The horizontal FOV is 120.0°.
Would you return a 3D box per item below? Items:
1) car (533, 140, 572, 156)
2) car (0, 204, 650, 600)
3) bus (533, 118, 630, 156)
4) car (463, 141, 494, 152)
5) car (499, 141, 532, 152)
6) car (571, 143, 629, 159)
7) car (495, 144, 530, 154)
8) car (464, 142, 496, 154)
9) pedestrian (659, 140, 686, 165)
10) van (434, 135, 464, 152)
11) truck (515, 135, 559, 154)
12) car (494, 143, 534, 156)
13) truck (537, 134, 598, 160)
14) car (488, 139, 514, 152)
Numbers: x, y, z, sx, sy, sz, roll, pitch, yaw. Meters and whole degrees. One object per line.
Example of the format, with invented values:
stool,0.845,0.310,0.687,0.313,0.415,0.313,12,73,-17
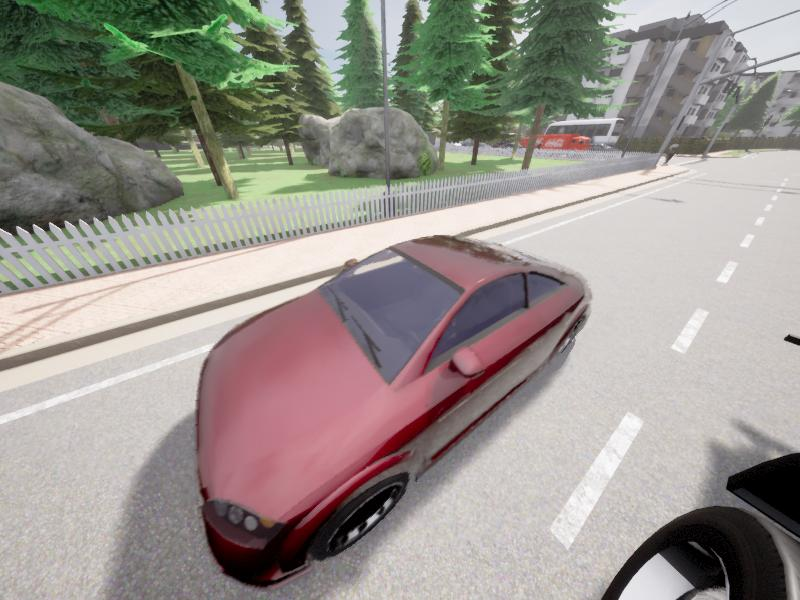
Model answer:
car,21.885,-22.032,33.399,1.905,1.878,3.866,-21,40,-26
car,0.270,0.179,2.471,4.181,1.385,1.994,-22,40,-27
bus,27.479,-25.328,35.988,3.944,4.253,10.273,-21,40,-26
car,14.441,-28.514,42.886,2.152,1.651,5.027,-21,40,-26
car,21.878,-29.325,44.021,1.801,1.575,5.366,-21,40,-26
car,25.192,-18.953,29.335,2.128,1.511,4.902,-21,40,-26
car,18.365,-24.908,38.022,1.895,1.301,4.718,-21,40,-26
car,13.347,-25.724,39.044,1.837,1.490,4.892,-21,40,-26
pedestrian,24.116,-13.075,20.475,0.751,1.860,0.751,-25,42,-31
van,9.178,-29.837,44.004,1.988,2.561,5.915,-21,40,-26
truck,22.292,-25.612,37.976,2.627,2.467,5.204,-21,40,-26
car,16.915,-22.566,34.535,1.837,1.490,4.892,-21,40,-26
truck,20.917,-19.423,29.199,2.627,2.467,5.204,-21,40,-26
car,18.611,-28.637,42.798,1.905,1.878,3.866,-21,40,-26
